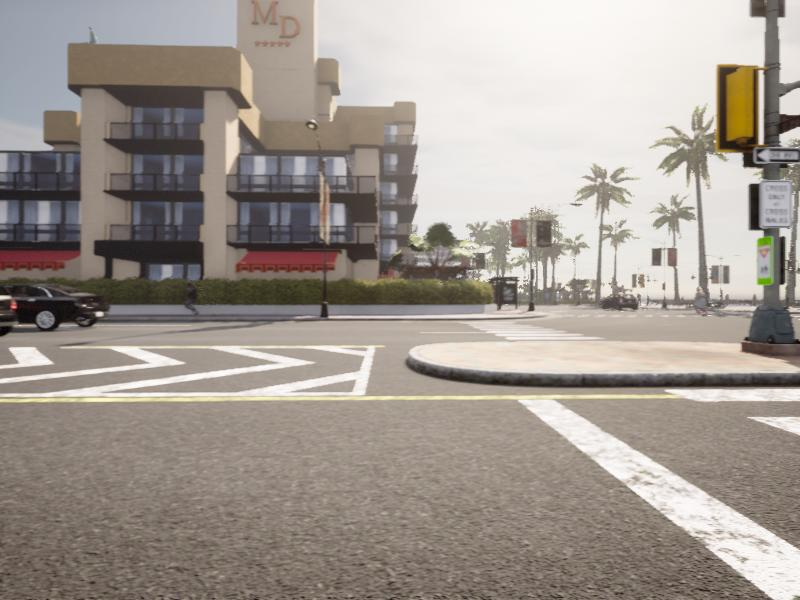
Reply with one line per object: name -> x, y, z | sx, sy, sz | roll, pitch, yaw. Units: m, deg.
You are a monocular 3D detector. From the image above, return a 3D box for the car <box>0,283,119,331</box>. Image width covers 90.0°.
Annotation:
car -> -12.536, 0.224, 13.413 | 4.892, 1.490, 1.837 | 0, 0, -2

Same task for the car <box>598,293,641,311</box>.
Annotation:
car -> 20.778, 0.200, 38.115 | 1.851, 1.617, 3.988 | 0, 0, -1

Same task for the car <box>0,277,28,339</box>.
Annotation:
car -> -11.946, 0.196, 9.928 | 3.705, 1.549, 1.789 | 0, 0, -2

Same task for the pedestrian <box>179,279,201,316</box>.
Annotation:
pedestrian -> -10.829, -0.135, 20.685 | 0.751, 1.860, 0.751 | 0, 0, -1
